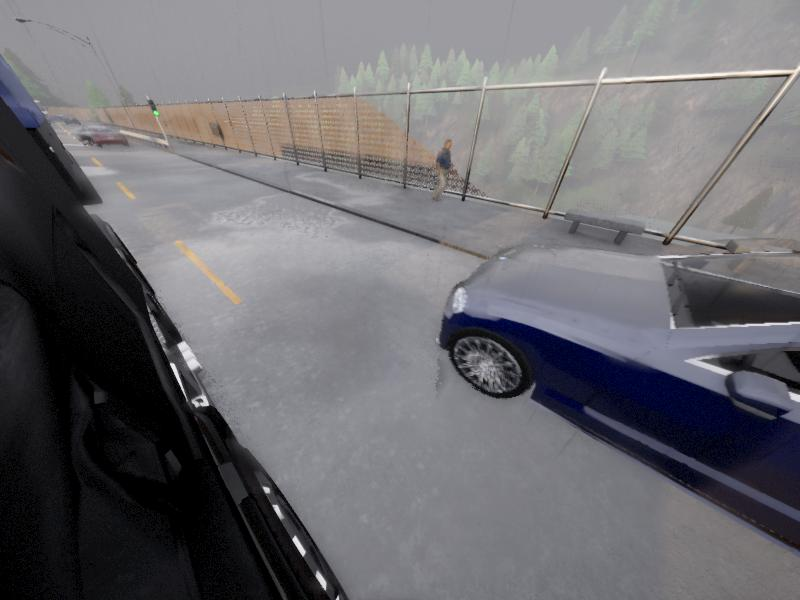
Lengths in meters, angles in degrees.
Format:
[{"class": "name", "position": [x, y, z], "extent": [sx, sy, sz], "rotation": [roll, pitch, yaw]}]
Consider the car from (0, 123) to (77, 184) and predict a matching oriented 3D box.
[{"class": "car", "position": [-16.095, -6.406, 9.853], "extent": [5.238, 1.638, 1.930], "rotation": [28, 44, 30]}]

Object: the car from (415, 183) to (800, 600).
[{"class": "car", "position": [2.831, 0.560, 1.712], "extent": [5.027, 1.651, 2.152], "rotation": [28, 44, 30]}]

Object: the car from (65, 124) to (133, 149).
[{"class": "car", "position": [-24.576, -13.411, 18.897], "extent": [4.181, 1.385, 1.994], "rotation": [19, 39, 20]}]

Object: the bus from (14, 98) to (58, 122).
[{"class": "bus", "position": [-89.555, -46.744, 57.002], "extent": [10.273, 4.253, 3.944], "rotation": [28, 44, 30]}]

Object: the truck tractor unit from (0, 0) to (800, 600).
[{"class": "truck tractor unit", "position": [-2.645, -0.295, 0.351], "extent": [6.516, 4.208, 3.053], "rotation": [28, 44, 30]}]

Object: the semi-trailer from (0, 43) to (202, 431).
[{"class": "semi-trailer", "position": [-8.698, -3.606, 4.227], "extent": [14.254, 4.402, 2.717], "rotation": [28, 44, 30]}]

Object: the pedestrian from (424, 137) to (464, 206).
[{"class": "pedestrian", "position": [1.402, -4.207, 7.584], "extent": [0.751, 1.860, 0.751], "rotation": [29, 44, 31]}]
